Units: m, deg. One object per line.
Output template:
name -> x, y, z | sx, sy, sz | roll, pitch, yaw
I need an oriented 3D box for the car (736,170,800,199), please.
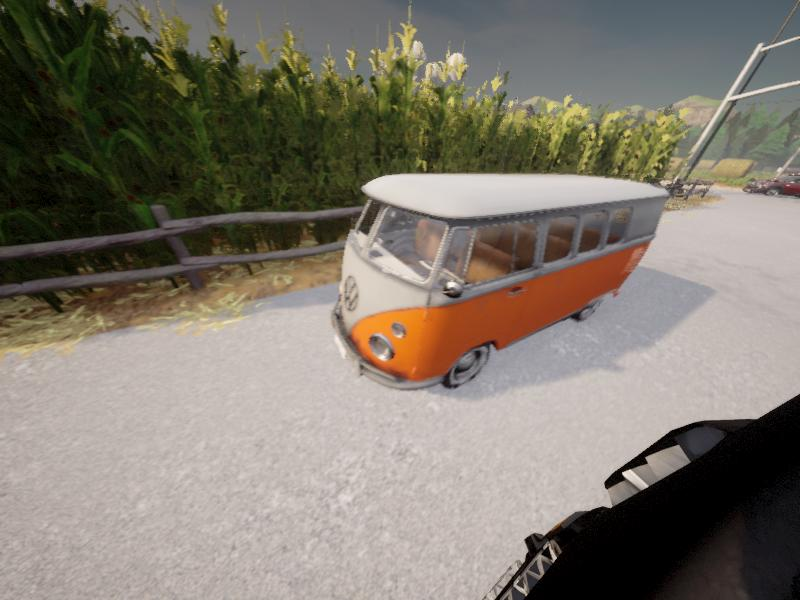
car -> 32.490, -9.507, 19.156 | 4.553, 1.767, 2.097 | 14, 35, 16

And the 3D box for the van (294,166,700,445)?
van -> 1.319, -0.538, 3.074 | 4.442, 1.987, 1.775 | -16, 38, -26
